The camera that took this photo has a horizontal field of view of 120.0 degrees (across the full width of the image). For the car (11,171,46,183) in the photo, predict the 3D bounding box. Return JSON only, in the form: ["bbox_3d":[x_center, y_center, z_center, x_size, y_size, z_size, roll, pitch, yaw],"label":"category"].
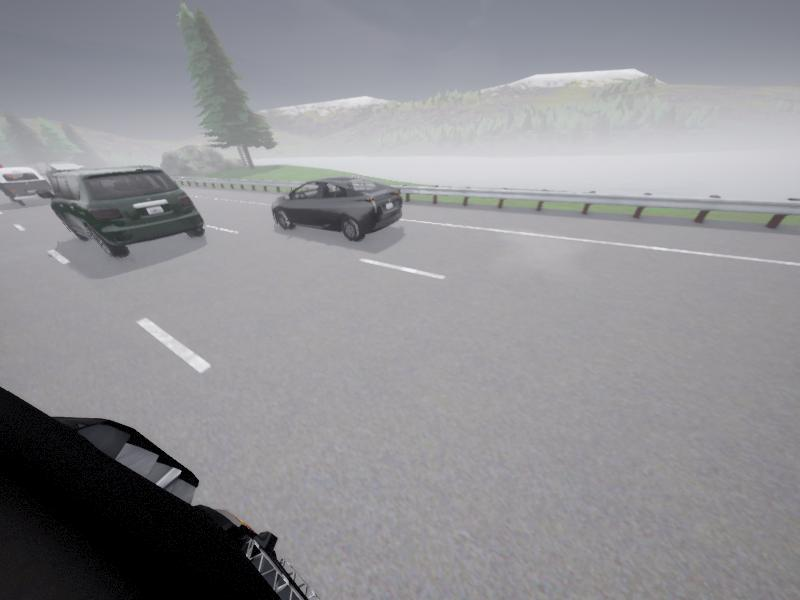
[{"bbox_3d":[-53.901,-17.862,33.493,4.718,1.301,1.895,16,38,26],"label":"car"}]

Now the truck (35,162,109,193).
[{"bbox_3d":[-30.491,-11.451,21.469,6.274,2.098,2.390,16,38,26],"label":"truck"}]

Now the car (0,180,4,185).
[{"bbox_3d":[-55.062,-16.038,30.651,4.193,1.474,1.816,16,38,26],"label":"car"}]

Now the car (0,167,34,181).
[{"bbox_3d":[-62.292,-20.517,37.556,4.605,1.855,1.932,16,38,26],"label":"car"}]

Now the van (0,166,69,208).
[{"bbox_3d":[-24.803,-7.557,15.243,4.480,2.038,2.069,16,38,26],"label":"van"}]

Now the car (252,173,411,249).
[{"bbox_3d":[-2.123,-3.043,7.334,4.514,1.525,2.007,16,38,26],"label":"car"}]

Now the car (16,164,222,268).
[{"bbox_3d":[-8.466,-2.853,7.011,5.566,2.045,2.150,16,38,26],"label":"car"}]

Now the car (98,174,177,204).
[{"bbox_3d":[-16.821,-7.182,14.807,4.718,1.301,1.895,16,38,26],"label":"car"}]

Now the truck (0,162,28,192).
[{"bbox_3d":[-42.426,-12.805,24.006,5.204,2.467,2.627,16,38,26],"label":"truck"}]
